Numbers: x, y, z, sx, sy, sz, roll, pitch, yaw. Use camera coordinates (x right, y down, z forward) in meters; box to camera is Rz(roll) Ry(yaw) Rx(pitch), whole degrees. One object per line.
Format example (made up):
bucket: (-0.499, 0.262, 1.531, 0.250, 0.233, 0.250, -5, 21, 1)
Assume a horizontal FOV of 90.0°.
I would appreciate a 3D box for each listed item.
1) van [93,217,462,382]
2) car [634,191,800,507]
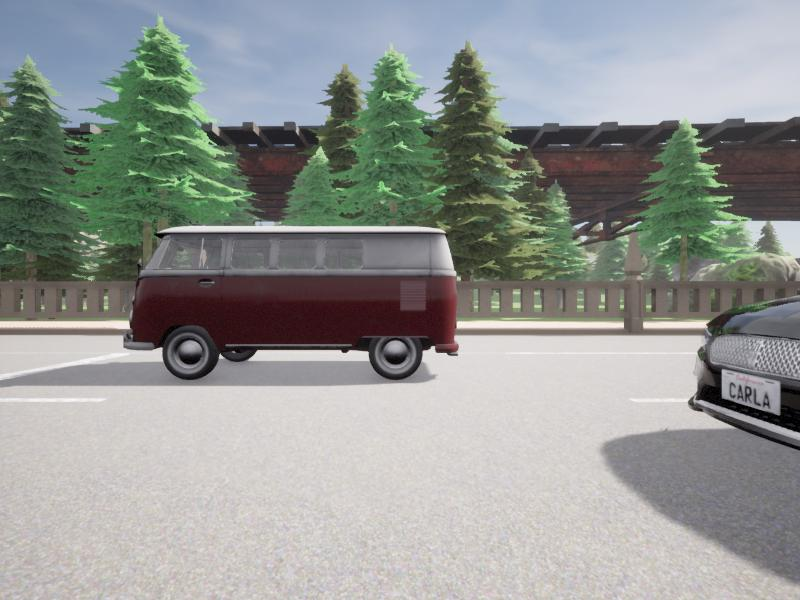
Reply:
van: (-1.470, -0.002, 5.700, 4.442, 1.987, 1.775, 0, 0, 0)
car: (4.363, 0.237, 2.200, 4.902, 1.511, 2.128, 0, 0, 0)
